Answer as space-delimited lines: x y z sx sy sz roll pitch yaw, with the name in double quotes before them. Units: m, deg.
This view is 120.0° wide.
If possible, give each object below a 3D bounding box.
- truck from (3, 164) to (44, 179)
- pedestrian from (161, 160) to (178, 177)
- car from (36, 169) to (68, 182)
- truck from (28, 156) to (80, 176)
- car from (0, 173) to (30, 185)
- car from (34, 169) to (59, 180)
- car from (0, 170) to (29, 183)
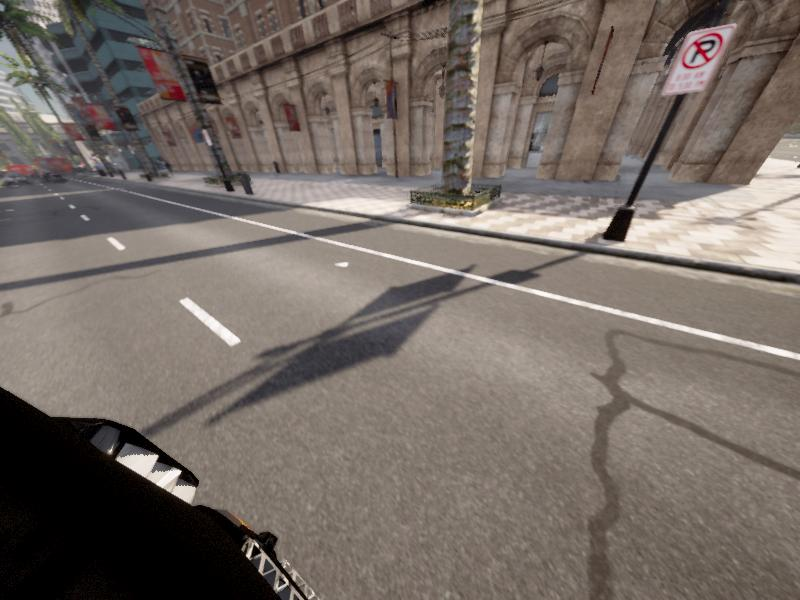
"truck" -83.422 -28.653 51.305 2.627 2.467 5.204 -25 39 -29
"pedestrian" -30.110 -17.210 30.158 0.751 1.860 0.751 19 40 30
"car" -55.636 -19.883 36.878 4.902 1.511 2.128 19 40 30
"truck" -83.484 -32.632 56.057 2.891 3.827 8.468 -20 37 -23
"car" -56.374 -17.722 33.823 4.718 1.301 1.895 19 40 30
"car" -65.901 -23.481 42.998 5.366 1.575 1.801 19 40 30
"car" -65.883 -21.138 39.435 4.974 1.542 2.038 19 40 30
